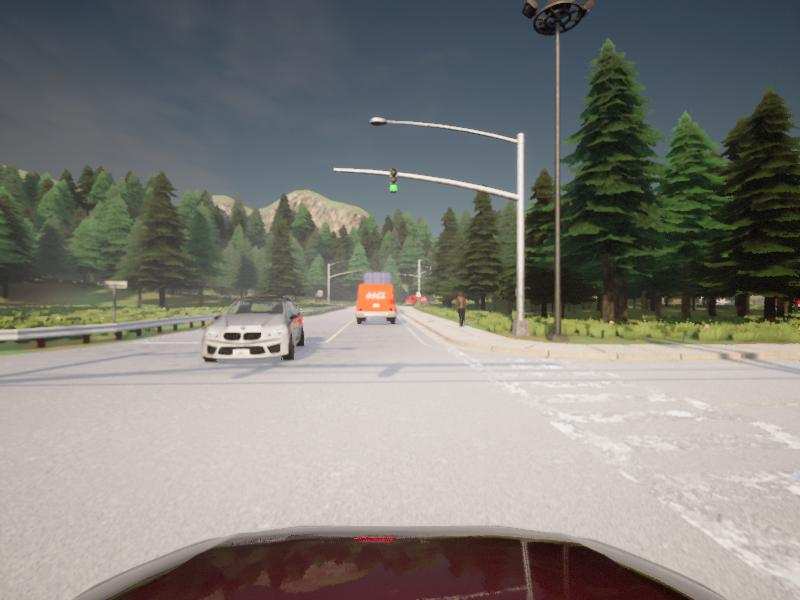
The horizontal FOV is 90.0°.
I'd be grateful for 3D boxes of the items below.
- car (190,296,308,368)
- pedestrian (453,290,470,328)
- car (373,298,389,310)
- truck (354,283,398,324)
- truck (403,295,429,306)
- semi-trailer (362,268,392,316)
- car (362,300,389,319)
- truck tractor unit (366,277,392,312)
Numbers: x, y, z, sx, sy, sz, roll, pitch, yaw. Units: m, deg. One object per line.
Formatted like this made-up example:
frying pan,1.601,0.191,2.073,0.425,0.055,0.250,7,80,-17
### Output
car,-4.057,0.730,11.702,2.242,1.667,4.611,0,0,-8
pedestrian,3.015,0.430,19.758,0.751,1.860,0.751,0,0,3
car,-2.753,0.604,59.884,2.242,1.667,4.611,0,0,-1
truck,-1.589,0.269,26.793,2.627,2.467,5.204,0,-1,-3
truck,3.600,0.129,89.644,5.204,2.467,2.627,0,0,-40
semi-trailer,-2.335,-0.730,43.649,2.717,4.402,14.254,0,0,-2
car,-2.051,0.757,34.218,2.128,1.511,4.902,0,0,-2
truck tractor unit,-2.600,-0.643,51.559,3.053,4.208,6.516,0,0,-1
